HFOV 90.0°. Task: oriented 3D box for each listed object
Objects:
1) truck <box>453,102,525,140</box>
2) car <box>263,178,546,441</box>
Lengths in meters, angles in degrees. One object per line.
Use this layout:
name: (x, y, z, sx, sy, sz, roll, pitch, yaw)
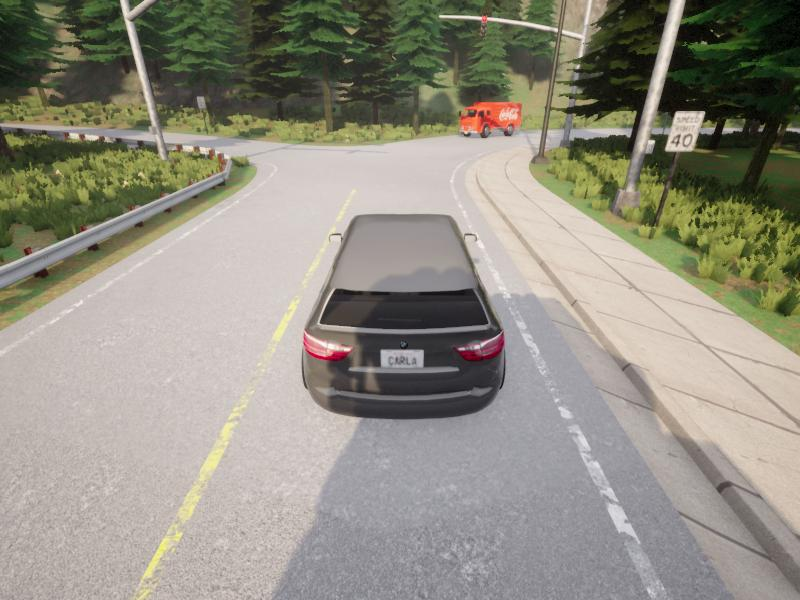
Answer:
truck: (7.091, -14.305, 31.741, 5.204, 2.467, 2.627, -20, 33, -34)
car: (0.042, -0.416, 5.593, 2.242, 1.667, 4.611, 0, 27, 0)
